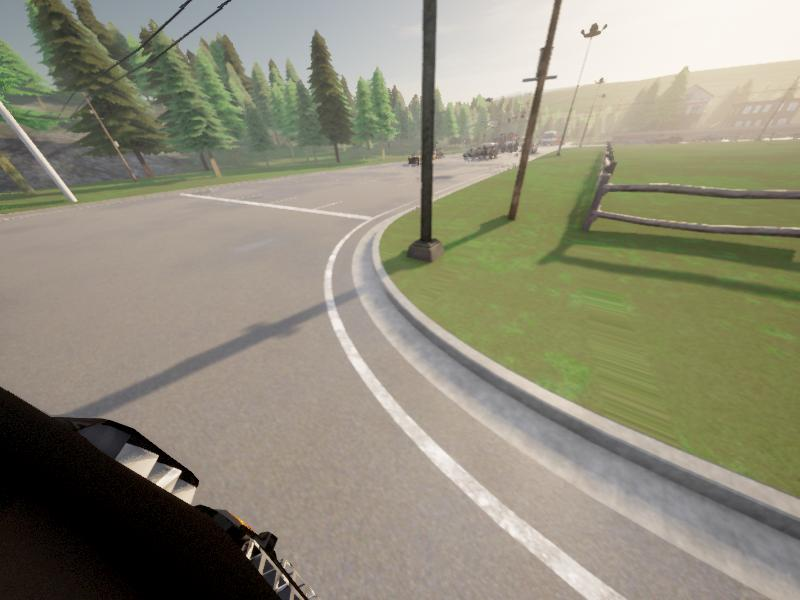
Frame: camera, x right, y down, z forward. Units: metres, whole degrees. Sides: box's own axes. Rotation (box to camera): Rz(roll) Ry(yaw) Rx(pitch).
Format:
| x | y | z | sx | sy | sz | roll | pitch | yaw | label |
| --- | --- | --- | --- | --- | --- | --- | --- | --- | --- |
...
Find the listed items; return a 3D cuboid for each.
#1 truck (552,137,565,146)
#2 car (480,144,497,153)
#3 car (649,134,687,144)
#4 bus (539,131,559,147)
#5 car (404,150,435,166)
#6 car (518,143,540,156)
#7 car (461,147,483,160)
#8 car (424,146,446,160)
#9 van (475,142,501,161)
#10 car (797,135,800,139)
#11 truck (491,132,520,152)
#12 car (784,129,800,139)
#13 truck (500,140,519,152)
| x | y | z | sx | sy | sz | roll | pitch | yaw | label |
| --- | --- | --- | --- | --- | --- | --- | --- | --- | --- |
| 52.841 | -52.862 | 76.975 | 2.627 | 2.467 | 5.204 | 18 | 39 | 29 | truck |
| 23.433 | -40.238 | 61.340 | 2.152 | 1.651 | 5.027 | 25 | 43 | 35 | car |
| 62.204 | -37.404 | 53.775 | 5.238 | 1.638 | 1.930 | 18 | 39 | 28 | car |
| 52.773 | -56.958 | 81.519 | 3.944 | 4.253 | 10.273 | 18 | 39 | 29 | bus |
| 2.769 | -19.443 | 31.543 | 1.882 | 1.535 | 5.008 | 18 | 39 | 29 | car |
| 22.001 | -25.712 | 39.335 | 2.242 | 1.667 | 4.611 | 18 | 39 | 29 | car |
| 11.623 | -23.610 | 37.164 | 1.816 | 1.474 | 4.193 | 18 | 39 | 29 | car |
| 6.204 | -26.075 | 40.928 | 1.932 | 1.855 | 4.605 | 18 | 39 | 29 | car |
| 12.612 | -21.219 | 32.986 | 2.069 | 2.038 | 4.480 | 18 | 39 | 29 | van |
| 80.395 | -31.399 | 43.418 | 5.366 | 1.575 | 1.801 | 18 | 39 | 28 | car |
| 27.330 | -40.885 | 59.755 | 8.468 | 3.827 | 2.891 | -30 | 42 | -34 | truck |
| 81.909 | -33.220 | 46.040 | 5.008 | 1.535 | 1.882 | 18 | 39 | 28 | car |
| 25.806 | -36.139 | 54.307 | 2.390 | 2.098 | 6.274 | 18 | 39 | 29 | truck |
